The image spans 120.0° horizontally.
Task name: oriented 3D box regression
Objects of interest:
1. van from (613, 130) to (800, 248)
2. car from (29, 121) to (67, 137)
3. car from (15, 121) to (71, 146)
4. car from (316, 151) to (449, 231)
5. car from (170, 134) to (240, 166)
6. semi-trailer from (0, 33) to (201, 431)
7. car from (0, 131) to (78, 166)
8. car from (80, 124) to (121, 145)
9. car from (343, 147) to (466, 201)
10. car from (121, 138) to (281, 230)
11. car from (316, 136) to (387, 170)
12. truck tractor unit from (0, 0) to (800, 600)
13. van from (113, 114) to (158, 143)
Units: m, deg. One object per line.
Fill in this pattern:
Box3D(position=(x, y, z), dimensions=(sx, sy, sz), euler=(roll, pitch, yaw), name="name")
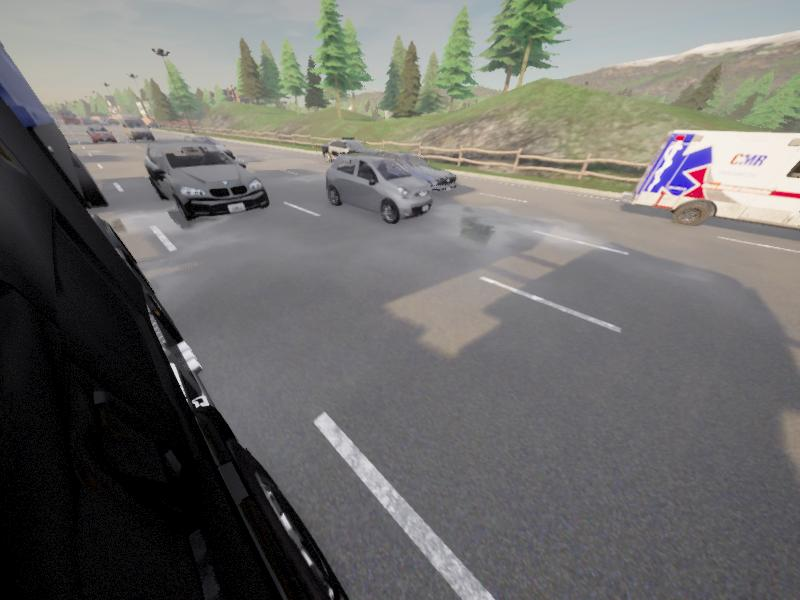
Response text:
Box3D(position=(10.856, -3.254, 6.664), dimensions=(6.366, 2.431, 2.351), euler=(28, 44, 30), name="van")
Box3D(position=(-46.004, -22.409, 30.242), dimensions=(4.792, 1.488, 2.163), euler=(28, 44, 31), name="car")
Box3D(position=(-33.006, -15.497, 21.478), dimensions=(5.027, 1.651, 2.152), euler=(28, 44, 31), name="car")
Box3D(position=(-0.643, -3.582, 7.212), dimensions=(3.633, 1.501, 1.845), euler=(28, 44, 30), name="car")
Box3D(position=(-13.361, -10.341, 15.783), dimensions=(5.357, 1.411, 2.033), euler=(28, 44, 31), name="car")
Box3D(position=(-8.662, -3.590, 4.319), dimensions=(14.254, 4.402, 2.717), euler=(28, 43, 31), name="semi-trailer")
Box3D(position=(-20.757, -8.826, 13.331), dimensions=(4.181, 1.385, 1.994), euler=(28, 44, 31), name="car")
Box3D(position=(-30.588, -16.901, 23.592), dimensions=(3.633, 1.501, 1.845), euler=(29, 44, 30), name="car")
Box3D(position=(-0.015, -5.923, 10.542), dimensions=(5.357, 1.411, 2.033), euler=(28, 44, 31), name="car")
Box3D(position=(-6.165, -3.865, 7.164), dimensions=(4.611, 1.667, 2.242), euler=(28, 44, 30), name="car")
Box3D(position=(-3.499, -10.628, 16.522), dimensions=(5.238, 1.638, 1.930), euler=(28, 43, 31), name="car")
Box3D(position=(-2.645, -0.295, 0.352), dimensions=(6.516, 4.208, 3.053), euler=(28, 44, 30), name="truck tractor unit")
Box3D(position=(-31.987, -20.798, 27.954), dimensions=(5.915, 2.561, 1.988), euler=(28, 44, 30), name="van")
